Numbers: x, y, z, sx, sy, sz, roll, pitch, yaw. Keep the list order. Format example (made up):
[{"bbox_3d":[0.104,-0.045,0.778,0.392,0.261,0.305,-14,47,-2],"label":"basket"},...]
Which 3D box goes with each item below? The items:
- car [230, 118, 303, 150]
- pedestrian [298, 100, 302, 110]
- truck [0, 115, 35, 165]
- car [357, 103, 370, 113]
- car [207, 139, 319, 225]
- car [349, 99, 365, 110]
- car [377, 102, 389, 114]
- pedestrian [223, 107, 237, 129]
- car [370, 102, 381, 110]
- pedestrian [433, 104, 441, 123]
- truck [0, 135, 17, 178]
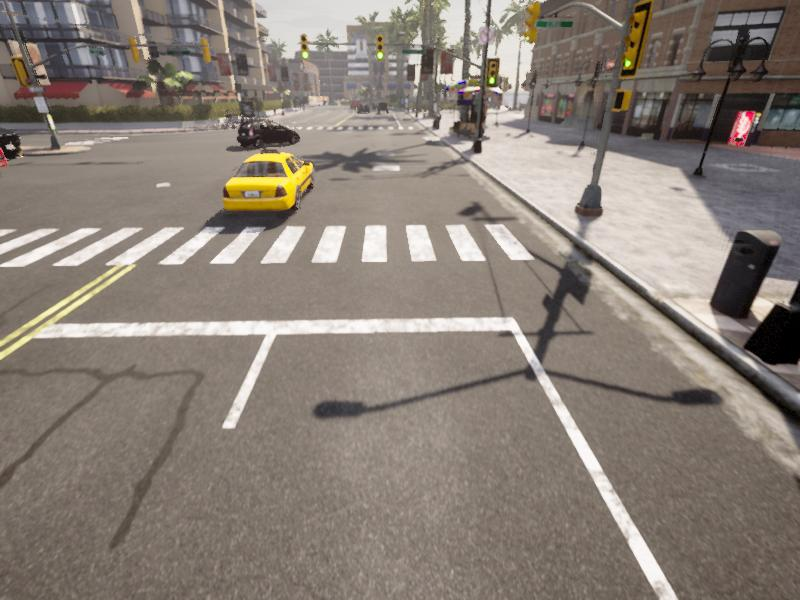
[{"bbox_3d":[-8.507,-10.820,25.927,1.851,1.617,3.988,19,33,32],"label":"car"},{"bbox_3d":[-20.254,-39.448,81.007,0.751,1.860,0.751,-6,28,-12],"label":"pedestrian"},{"bbox_3d":[-22.408,-7.796,19.464,6.274,2.098,2.390,-2,27,-4],"label":"truck"},{"bbox_3d":[-6.712,-35.720,74.362,2.242,1.667,4.611,-2,27,-4],"label":"car"},{"bbox_3d":[-3.883,-3.893,12.476,1.801,1.575,5.366,-1,27,-2],"label":"car"},{"bbox_3d":[-9.617,-43.502,89.124,2.150,2.045,5.566,-8,28,-16],"label":"car"},{"bbox_3d":[-3.113,-35.116,72.963,1.905,1.878,3.866,-1,27,-3],"label":"car"},{"bbox_3d":[-16.755,-17.906,39.370,0.751,1.860,0.751,0,27,0],"label":"pedestrian"},{"bbox_3d":[-5.394,-42.387,87.477,1.789,1.549,3.705,-6,28,-13],"label":"car"},{"bbox_3d":[4.279,-21.369,45.851,0.751,1.860,0.751,6,28,11],"label":"pedestrian"},{"bbox_3d":[-20.476,-6.562,15.174,8.468,3.827,2.891,4,27,7],"label":"truck"}]
